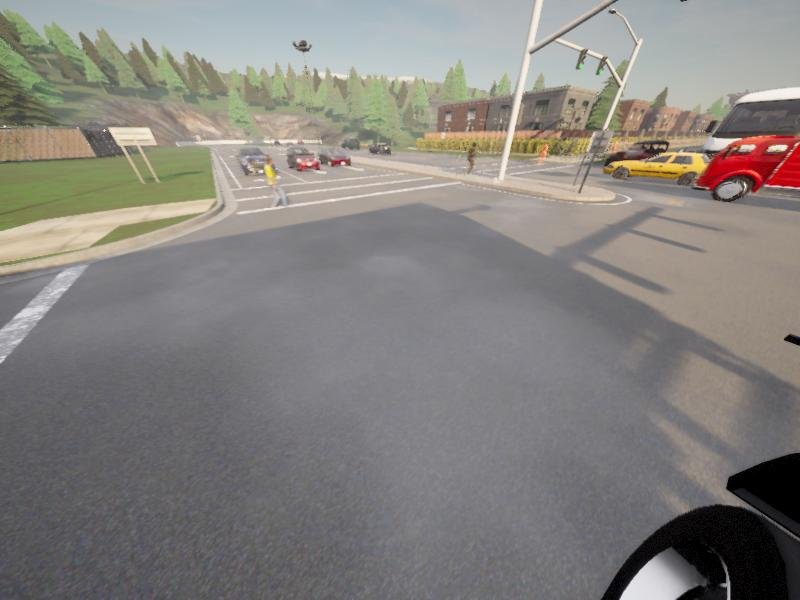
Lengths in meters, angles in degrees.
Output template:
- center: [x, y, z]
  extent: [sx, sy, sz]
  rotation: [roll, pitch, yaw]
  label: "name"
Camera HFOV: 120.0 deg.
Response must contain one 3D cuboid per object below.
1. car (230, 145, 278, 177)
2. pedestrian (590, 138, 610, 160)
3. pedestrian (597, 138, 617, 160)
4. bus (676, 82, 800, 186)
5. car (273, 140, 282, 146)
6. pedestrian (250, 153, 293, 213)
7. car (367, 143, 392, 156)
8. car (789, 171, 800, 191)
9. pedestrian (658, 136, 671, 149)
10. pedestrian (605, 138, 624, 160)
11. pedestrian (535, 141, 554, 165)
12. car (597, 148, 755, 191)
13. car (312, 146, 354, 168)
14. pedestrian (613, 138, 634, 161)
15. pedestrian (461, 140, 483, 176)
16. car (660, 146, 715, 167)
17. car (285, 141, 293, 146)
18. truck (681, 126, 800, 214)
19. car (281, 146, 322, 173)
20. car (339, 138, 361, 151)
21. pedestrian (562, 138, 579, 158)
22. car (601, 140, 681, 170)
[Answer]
- center: [-11.105, -10.635, 17.506]
  extent: [2.097, 1.767, 4.553]
  rotation: [-22, 40, -27]
  label: "car"
- center: [20.574, -15.552, 23.785]
  extent: [0.751, 1.860, 0.751]
  rotation: [14, 38, 20]
  label: "pedestrian"
- center: [21.366, -15.604, 23.851]
  extent: [0.751, 1.860, 0.751]
  rotation: [-29, 44, -34]
  label: "pedestrian"
- center: [23.122, -10.410, 14.719]
  extent: [10.273, 4.253, 3.944]
  rotation: [-22, 41, -28]
  label: "bus"
- center: [-40.100, -51.298, 75.589]
  extent: [1.837, 1.490, 4.892]
  rotation: [-11, 37, -15]
  label: "car"
- center: [-4.748, -4.340, 8.590]
  extent: [0.751, 1.860, 0.751]
  rotation: [-24, 42, -30]
  label: "pedestrian"
- center: [-3.200, -23.167, 35.437]
  extent: [1.970, 1.475, 3.806]
  rotation: [-25, 42, -30]
  label: "car"
- center: [21.740, -6.343, 11.352]
  extent: [4.902, 1.511, 2.128]
  rotation: [-22, 41, -28]
  label: "car"
- center: [48.791, -29.056, 42.614]
  extent: [0.751, 1.860, 0.751]
  rotation: [-26, 43, -32]
  label: "pedestrian"
- center: [21.727, -15.306, 23.425]
  extent: [0.751, 1.860, 0.751]
  rotation: [25, 42, 31]
  label: "pedestrian"
- center: [13.633, -13.904, 21.872]
  extent: [0.751, 1.860, 0.751]
  rotation: [-26, 42, -31]
  label: "pedestrian"
- center: [14.990, -7.563, 13.083]
  extent: [1.801, 1.575, 5.366]
  rotation: [-22, 40, -27]
  label: "car"
- center: [-6.517, -13.812, 22.228]
  extent: [2.163, 1.488, 4.792]
  rotation: [-22, 40, -27]
  label: "car"
- center: [22.202, -14.986, 22.968]
  extent: [0.751, 1.860, 0.751]
  rotation: [30, 45, 35]
  label: "pedestrian"
- center: [4.606, -9.118, 14.840]
  extent: [0.751, 1.860, 0.751]
  rotation: [-22, 41, -28]
  label: "pedestrian"
- center: [25.911, -12.989, 20.838]
  extent: [4.181, 1.385, 1.994]
  rotation: [-21, 40, -26]
  label: "car"
- center: [-37.662, -53.331, 78.613]
  extent: [1.895, 1.301, 4.718]
  rotation: [-11, 37, -14]
  label: "car"
- center: [14.687, -4.600, 8.126]
  extent: [2.627, 2.467, 5.204]
  rotation: [-22, 41, -27]
  label: "truck"
- center: [-8.151, -11.654, 19.081]
  extent: [1.851, 1.617, 3.988]
  rotation: [-22, 41, -27]
  label: "car"
- center: [-10.469, -32.678, 48.474]
  extent: [2.150, 2.045, 5.566]
  rotation: [-22, 41, -28]
  label: "car"
- center: [19.126, -17.067, 25.944]
  extent: [0.751, 1.860, 0.751]
  rotation: [-21, 40, -27]
  label: "pedestrian"
- center: [19.063, -11.576, 18.454]
  extent: [3.866, 1.878, 1.905]
  rotation: [-4, 35, -5]
  label: "car"
